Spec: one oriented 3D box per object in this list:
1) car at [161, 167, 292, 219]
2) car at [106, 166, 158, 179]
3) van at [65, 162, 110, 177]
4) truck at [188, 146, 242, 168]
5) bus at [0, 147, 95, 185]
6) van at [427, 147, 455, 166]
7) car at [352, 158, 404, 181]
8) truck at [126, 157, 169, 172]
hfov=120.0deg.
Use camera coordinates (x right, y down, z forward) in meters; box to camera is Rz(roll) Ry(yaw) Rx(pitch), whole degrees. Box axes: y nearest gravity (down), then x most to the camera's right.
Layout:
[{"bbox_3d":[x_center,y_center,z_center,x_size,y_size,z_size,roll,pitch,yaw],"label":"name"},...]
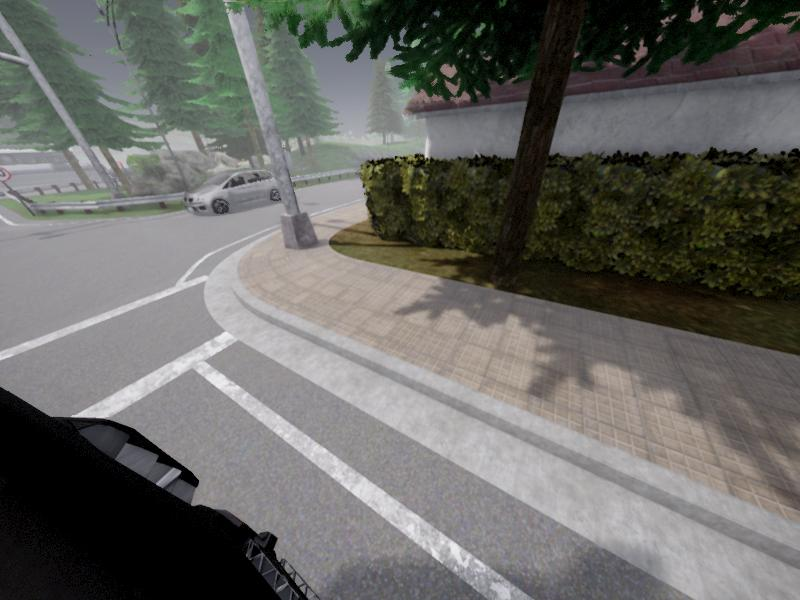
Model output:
[{"bbox_3d":[-8.430,-5.676,11.856,2.242,1.667,4.611,15,38,25],"label":"car"},{"bbox_3d":[-40.125,-19.158,34.679,1.895,1.301,4.718,16,38,26],"label":"car"},{"bbox_3d":[-58.508,-24.477,43.340,1.775,1.987,4.442,16,38,26],"label":"van"},{"bbox_3d":[-42.661,-33.252,53.710,2.891,3.827,8.468,16,38,26],"label":"truck"},{"bbox_3d":[-55.684,-20.383,34.950,3.944,4.253,10.273,16,38,26],"label":"bus"},{"bbox_3d":[5.560,-19.344,31.073,1.775,1.987,4.442,19,39,29],"label":"van"},{"bbox_3d":[-1.834,-12.122,21.303,2.033,1.411,5.357,16,38,26],"label":"car"},{"bbox_3d":[-54.017,-29.142,49.581,2.627,2.467,5.204,16,38,26],"label":"truck"}]
